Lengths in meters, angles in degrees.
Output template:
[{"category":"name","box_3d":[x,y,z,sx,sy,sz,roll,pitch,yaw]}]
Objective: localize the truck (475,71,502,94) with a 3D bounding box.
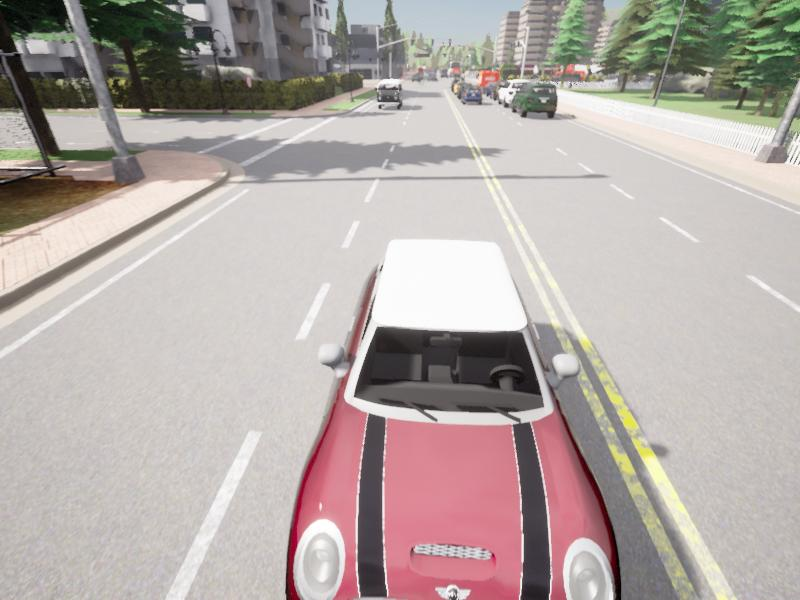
[{"category":"truck","box_3d":[11.272,-28.013,51.489,2.627,2.467,5.204,2,30,3]}]

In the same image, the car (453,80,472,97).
[{"category":"car","box_3d":[7.466,-25.491,48.032,1.801,1.575,5.366,2,30,3]}]

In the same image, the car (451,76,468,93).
[{"category":"car","box_3d":[7.955,-29.169,54.023,1.932,1.855,4.605,2,30,3]}]

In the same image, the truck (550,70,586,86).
[{"category":"truck","box_3d":[30.809,-40.748,73.403,5.204,2.467,2.627,2,30,2]}]

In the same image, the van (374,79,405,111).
[{"category":"van","box_3d":[-0.785,-16.710,32.515,2.069,2.038,4.480,2,30,3]}]

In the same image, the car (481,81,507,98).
[{"category":"car","box_3d":[10.829,-24.373,46.247,2.163,1.488,4.792,2,30,3]}]

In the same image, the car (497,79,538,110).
[{"category":"car","box_3d":[9.877,-17.674,34.238,2.150,2.045,5.566,2,30,3]}]

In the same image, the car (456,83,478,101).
[{"category":"car","box_3d":[6.982,-21.927,42.046,1.816,1.474,4.193,2,30,3]}]

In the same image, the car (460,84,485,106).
[{"category":"car","box_3d":[6.548,-18.778,36.585,1.789,1.549,3.705,2,30,3]}]

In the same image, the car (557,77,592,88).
[{"category":"car","box_3d":[29.507,-36.817,67.649,4.792,1.488,2.163,1,30,2]}]

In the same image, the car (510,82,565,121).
[{"category":"car","box_3d":[9.377,-13.995,27.948,2.150,2.045,5.566,2,30,3]}]

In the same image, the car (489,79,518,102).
[{"category":"car","box_3d":[10.378,-21.255,40.523,1.932,1.855,4.605,2,30,3]}]

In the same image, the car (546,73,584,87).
[{"category":"car","box_3d":[29.087,-38.844,70.544,5.566,2.045,2.150,1,30,2]}]

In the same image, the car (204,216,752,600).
[{"category":"car","box_3d":[0.370,0.631,3.460,1.970,1.475,3.806,2,30,3]}]
